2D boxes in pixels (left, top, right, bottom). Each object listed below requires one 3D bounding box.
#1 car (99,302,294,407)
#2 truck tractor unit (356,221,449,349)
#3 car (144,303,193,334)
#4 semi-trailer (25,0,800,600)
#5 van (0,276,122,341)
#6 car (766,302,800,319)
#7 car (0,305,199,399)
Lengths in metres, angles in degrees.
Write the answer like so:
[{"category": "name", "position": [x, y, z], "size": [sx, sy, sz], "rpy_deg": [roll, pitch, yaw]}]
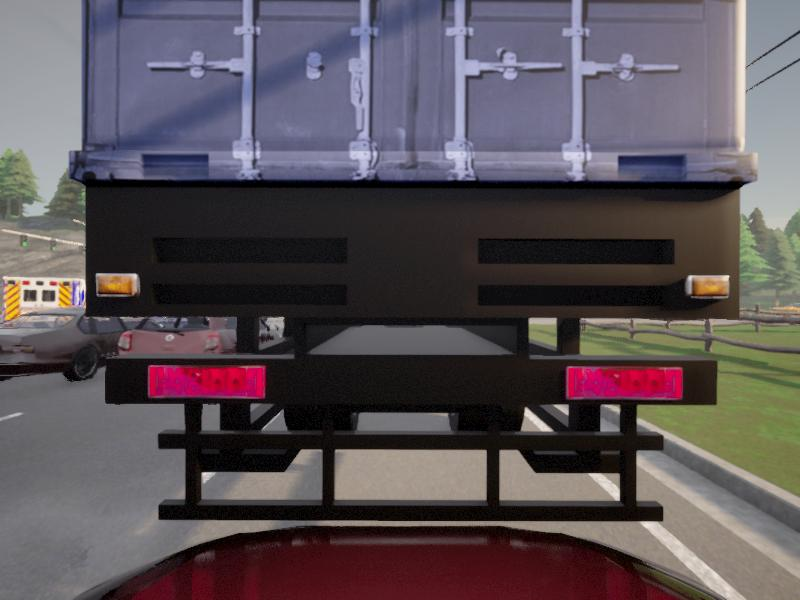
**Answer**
[{"category": "car", "position": [-3.451, 0.807, 7.647], "size": [1.845, 1.501, 3.633], "rpy_deg": [0, 0, 0]}, {"category": "truck tractor unit", "position": [-0.001, -0.510, 16.449], "size": [3.053, 4.208, 6.516], "rpy_deg": [0, 0, -1]}, {"category": "car", "position": [-12.391, 0.867, 21.484], "size": [2.033, 1.411, 5.357], "rpy_deg": [0, 0, -30]}, {"category": "semi-trailer", "position": [0.050, -0.629, 8.534], "size": [2.717, 4.402, 14.254], "rpy_deg": [0, 0, 0]}, {"category": "van", "position": [-15.162, 0.340, 18.409], "size": [2.351, 2.431, 6.366], "rpy_deg": [1, 0, -21]}, {"category": "car", "position": [37.575, 0.961, 37.375], "size": [5.008, 1.535, 1.882], "rpy_deg": [0, 0, 1]}, {"category": "car", "position": [-6.939, 0.866, 9.065], "size": [2.033, 1.411, 5.357], "rpy_deg": [0, 0, 0]}]
